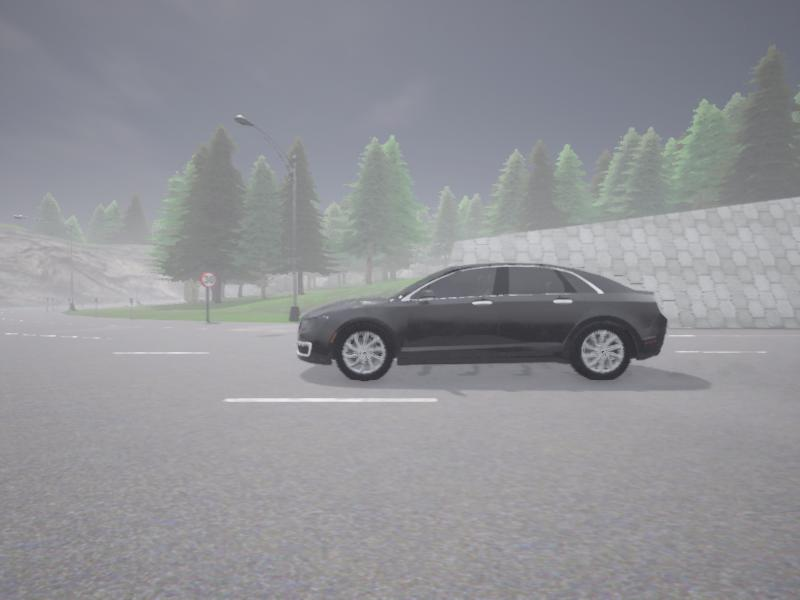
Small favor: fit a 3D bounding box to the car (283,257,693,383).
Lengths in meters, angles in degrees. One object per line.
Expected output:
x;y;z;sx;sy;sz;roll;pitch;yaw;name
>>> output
1.050;0.243;5.698;4.892;1.490;1.837;0;0;0;car
